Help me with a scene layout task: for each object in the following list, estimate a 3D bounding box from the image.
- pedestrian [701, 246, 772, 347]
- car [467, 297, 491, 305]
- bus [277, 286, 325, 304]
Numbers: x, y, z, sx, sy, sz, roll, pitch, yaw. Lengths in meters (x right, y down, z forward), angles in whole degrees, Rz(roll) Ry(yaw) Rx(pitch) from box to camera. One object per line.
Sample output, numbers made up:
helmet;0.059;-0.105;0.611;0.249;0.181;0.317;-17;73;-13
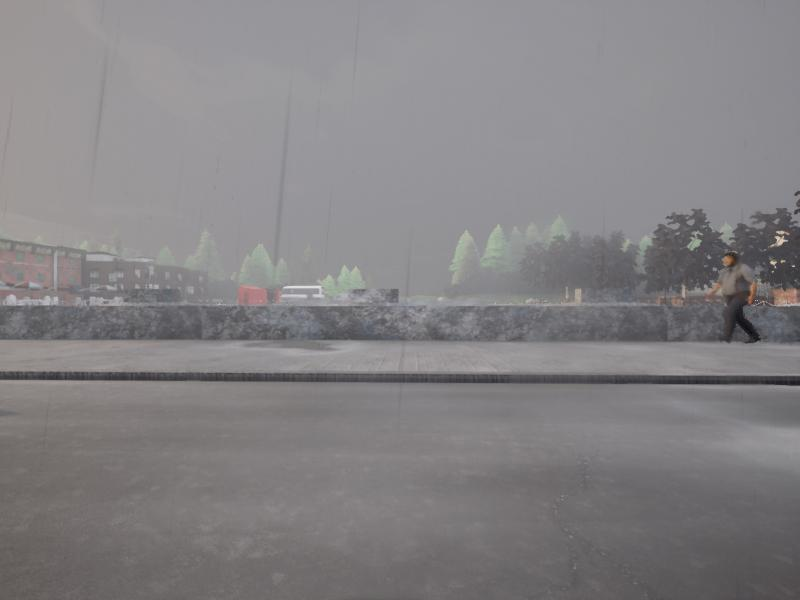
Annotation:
pedestrian;6.503;-0.067;7.762;0.751;1.860;0.751;0;0;1
car;17.446;0.168;88.628;4.856;1.649;2.033;0;0;2
bus;-23.066;-1.139;93.840;10.273;4.253;3.944;0;0;2
